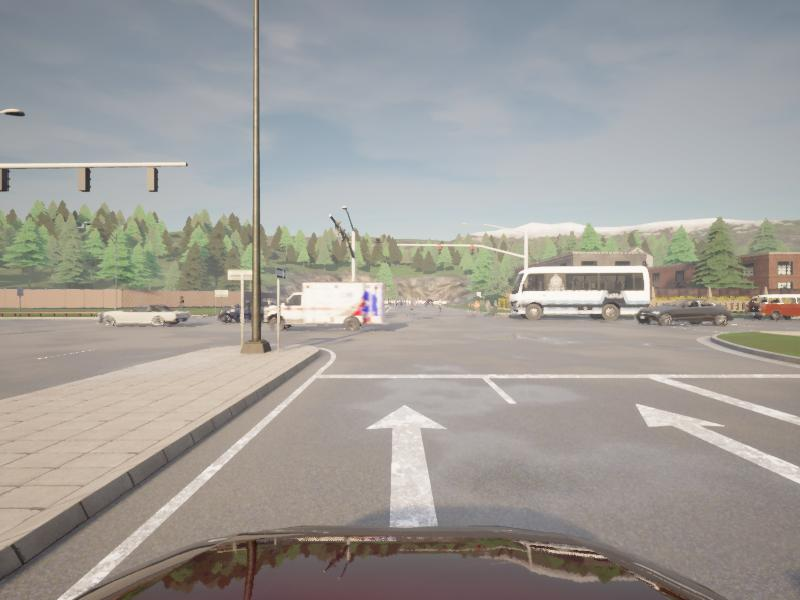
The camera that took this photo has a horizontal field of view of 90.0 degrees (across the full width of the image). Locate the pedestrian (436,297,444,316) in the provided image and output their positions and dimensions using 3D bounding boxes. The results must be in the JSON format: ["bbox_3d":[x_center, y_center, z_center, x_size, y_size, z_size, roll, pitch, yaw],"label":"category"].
[{"bbox_3d":[3.950,0.637,39.140,0.751,1.860,0.751,0,0,5],"label":"pedestrian"}]

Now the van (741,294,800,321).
[{"bbox_3d":[30.214,0.571,31.764,4.480,2.038,2.069,0,0,-1],"label":"van"}]

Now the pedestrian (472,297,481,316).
[{"bbox_3d":[7.398,0.637,38.731,0.751,1.860,0.751,0,0,3],"label":"pedestrian"}]

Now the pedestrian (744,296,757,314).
[{"bbox_3d":[36.585,0.485,41.744,0.751,1.860,0.751,0,0,-2],"label":"pedestrian"}]

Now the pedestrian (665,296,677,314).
[{"bbox_3d":[28.272,0.485,41.787,0.751,1.860,0.751,0,0,0],"label":"pedestrian"}]

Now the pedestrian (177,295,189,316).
[{"bbox_3d":[-19.842,0.485,36.538,0.751,1.860,0.751,0,0,-7],"label":"pedestrian"}]

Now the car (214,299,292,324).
[{"bbox_3d":[-10.119,0.756,27.772,4.611,1.667,2.242,0,0,-1],"label":"car"}]

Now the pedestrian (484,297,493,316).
[{"bbox_3d":[8.780,0.656,39.813,0.751,1.860,0.751,0,0,2],"label":"pedestrian"}]

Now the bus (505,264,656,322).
[{"bbox_3d":[13.969,-0.534,31.938,10.273,4.253,3.944,0,0,6],"label":"bus"}]

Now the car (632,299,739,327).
[{"bbox_3d":[17.419,0.781,24.608,5.027,1.651,2.152,0,0,-1],"label":"car"}]

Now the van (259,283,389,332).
[{"bbox_3d":[-3.757,0.378,20.852,6.366,2.431,2.351,0,0,-1],"label":"van"}]

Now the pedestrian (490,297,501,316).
[{"bbox_3d":[9.460,0.637,39.633,0.751,1.860,0.751,0,0,-16],"label":"pedestrian"}]

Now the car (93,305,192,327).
[{"bbox_3d":[-15.461,0.944,24.208,4.718,1.301,1.895,0,0,-1],"label":"car"}]

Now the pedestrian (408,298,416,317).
[{"bbox_3d":[1.161,0.743,39.603,0.751,1.860,0.751,0,0,3],"label":"pedestrian"}]
